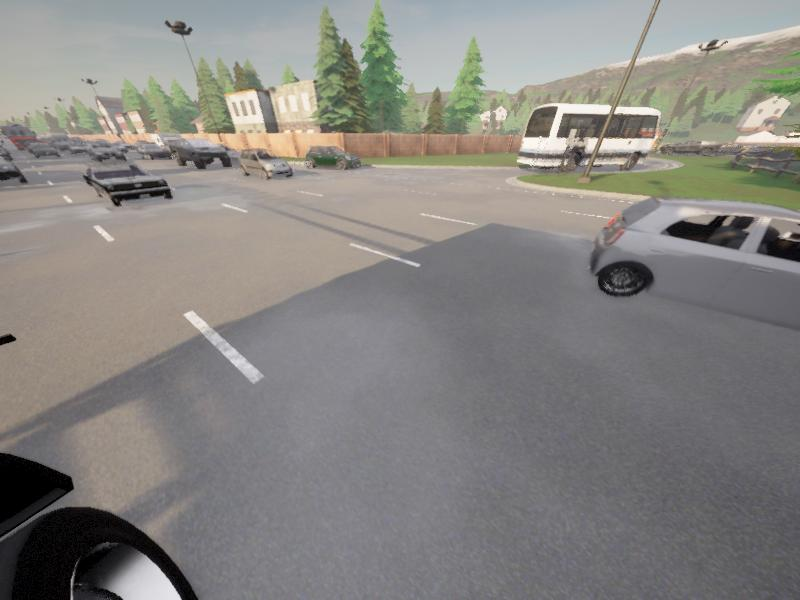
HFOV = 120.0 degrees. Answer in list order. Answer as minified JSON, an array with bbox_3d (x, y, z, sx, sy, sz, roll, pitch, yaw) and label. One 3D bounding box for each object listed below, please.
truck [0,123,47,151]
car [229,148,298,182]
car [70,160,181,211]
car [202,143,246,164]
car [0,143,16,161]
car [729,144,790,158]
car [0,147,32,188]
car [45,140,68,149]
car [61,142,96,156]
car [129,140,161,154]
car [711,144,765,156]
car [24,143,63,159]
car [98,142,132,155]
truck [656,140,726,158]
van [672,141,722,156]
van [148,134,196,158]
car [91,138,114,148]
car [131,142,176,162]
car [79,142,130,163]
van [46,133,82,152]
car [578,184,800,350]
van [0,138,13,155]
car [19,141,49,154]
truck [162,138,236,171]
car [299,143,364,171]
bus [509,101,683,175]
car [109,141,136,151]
[{"bbox_3d":[-68.275,-29.379,41.744,8.468,3.827,2.891,22,41,28],"label":"truck"},{"bbox_3d":[-8.920,-8.948,15.146,3.988,1.617,1.851,22,41,28],"label":"car"},{"bbox_3d":[-11.698,-5.025,9.826,4.718,1.301,1.895,22,41,28],"label":"car"},{"bbox_3d":[-18.374,-15.317,24.111,3.988,1.617,1.851,22,41,28],"label":"car"},{"bbox_3d":[-43.972,-15.931,24.891,4.792,1.488,2.163,22,41,28],"label":"car"},{"bbox_3d":[56.581,-23.641,36.582,4.611,1.667,2.242,23,41,28],"label":"car"},{"bbox_3d":[-23.081,-7.380,12.796,5.027,1.651,2.152,22,41,28],"label":"car"},{"bbox_3d":[-68.095,-30.851,45.801,3.633,1.501,1.845,22,41,28],"label":"car"},{"bbox_3d":[-46.275,-21.792,33.254,5.357,1.411,2.033,22,41,28],"label":"car"},{"bbox_3d":[-40.947,-24.635,37.130,5.238,1.638,1.930,22,41,28],"label":"car"},{"bbox_3d":[57.534,-25.722,39.543,4.611,1.667,2.242,23,41,28],"label":"car"},{"bbox_3d":[-42.559,-17.824,27.580,4.892,1.490,1.837,22,41,28],"label":"car"},{"bbox_3d":[-43.295,-23.035,35.042,5.357,1.411,2.033,22,41,28],"label":"car"},{"bbox_3d":[45.059,-23.696,36.080,6.274,2.098,2.390,23,41,28],"label":"truck"},{"bbox_3d":[48.290,-24.785,37.750,4.442,1.987,1.775,23,41,28],"label":"van"},{"bbox_3d":[-30.455,-20.632,30.847,6.366,2.431,2.351,22,41,28],"label":"van"},{"bbox_3d":[-67.655,-35.703,52.501,4.553,1.767,2.097,22,41,28],"label":"car"},{"bbox_3d":[-27.816,-16.753,26.045,5.238,1.638,1.930,22,41,28],"label":"car"},{"bbox_3d":[-31.585,-15.845,24.702,4.611,1.667,2.242,22,41,28],"label":"car"},{"bbox_3d":[-56.608,-26.530,38.878,5.915,2.561,1.988,22,41,28],"label":"van"},{"bbox_3d":[5.230,-0.615,3.498,3.633,1.501,1.845,22,41,28],"label":"car"},{"bbox_3d":[-58.483,-22.303,32.989,6.366,2.431,2.351,22,41,28],"label":"van"},{"bbox_3d":[-55.254,-23.088,34.883,3.633,1.501,1.845,22,41,28],"label":"car"},{"bbox_3d":[-17.233,-12.578,19.806,6.274,2.098,2.390,22,41,28],"label":"truck"},{"bbox_3d":[-5.619,-11.949,19.269,4.553,1.767,2.097,11,36,15],"label":"car"},{"bbox_3d":[15.166,-12.941,18.709,10.273,4.253,3.944,-7,36,-10],"label":"bus"},{"bbox_3d":[-53.193,-29.586,44.262,5.357,1.411,2.033,22,41,28],"label":"car"}]
